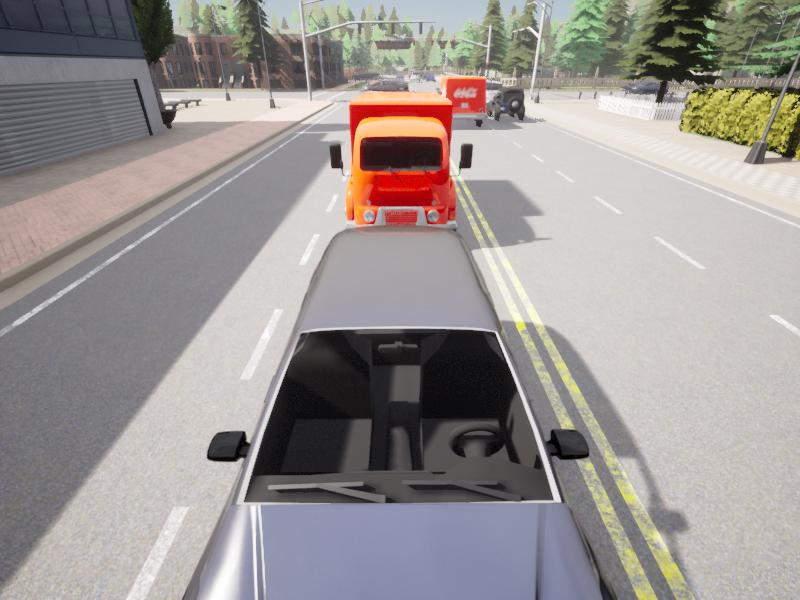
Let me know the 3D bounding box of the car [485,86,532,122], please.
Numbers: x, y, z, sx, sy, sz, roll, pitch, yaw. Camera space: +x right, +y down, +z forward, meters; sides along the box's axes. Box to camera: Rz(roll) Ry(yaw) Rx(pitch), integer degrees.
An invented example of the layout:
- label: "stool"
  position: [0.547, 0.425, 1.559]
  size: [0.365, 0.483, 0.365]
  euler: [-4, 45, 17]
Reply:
- label: "car"
  position: [7.025, -12.958, 26.333]
  size: [1.905, 1.878, 3.866]
  euler: [0, 30, 0]

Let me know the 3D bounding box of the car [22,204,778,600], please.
- label: "car"
  position: [-0.012, 0.769, 3.058]
  size: [2.242, 1.667, 4.611]
  euler: [0, 30, 0]

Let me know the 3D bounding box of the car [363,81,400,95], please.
- label: "car"
  position: [-2.285, -26.536, 50.026]
  size: [4.514, 1.525, 2.007]
  euler: [0, 30, 1]

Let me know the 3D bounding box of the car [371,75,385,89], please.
- label: "car"
  position: [-3.453, -34.789, 63.830]
  size: [2.097, 1.767, 4.553]
  euler: [0, 30, 0]

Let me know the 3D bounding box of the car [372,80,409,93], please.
- label: "car"
  position: [-1.205, -28.311, 53.043]
  size: [4.792, 1.488, 2.163]
  euler: [0, 30, 0]

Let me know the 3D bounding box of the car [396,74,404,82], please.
- label: "car"
  position: [0.065, -51.462, 92.636]
  size: [1.882, 1.535, 5.008]
  euler: [0, 30, 0]

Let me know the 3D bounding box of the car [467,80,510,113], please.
- label: "car"
  position: [7.026, -16.593, 32.410]
  size: [2.150, 2.045, 5.566]
  euler: [0, 30, 0]

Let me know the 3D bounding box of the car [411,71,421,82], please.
- label: "car"
  position: [3.564, -50.529, 90.540]
  size: [2.150, 2.045, 5.566]
  euler: [0, 30, 0]

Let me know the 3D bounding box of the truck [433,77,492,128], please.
- label: "truck"
  position: [3.522, -11.868, 23.857]
  size: [2.627, 2.467, 5.204]
  euler: [0, 29, 0]

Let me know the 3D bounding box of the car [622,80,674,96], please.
- label: "car"
  position: [30.681, -26.348, 49.624]
  size: [4.611, 1.667, 2.242]
  euler: [0, 30, 0]

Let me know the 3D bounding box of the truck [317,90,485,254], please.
- label: "truck"
  position: [0.010, -3.249, 9.129]
  size: [2.627, 2.467, 5.204]
  euler: [0, 30, 0]

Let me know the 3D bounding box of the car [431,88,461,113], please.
- label: "car"
  position: [3.528, -15.618, 31.252]
  size: [1.845, 1.501, 3.633]
  euler: [0, 30, 0]

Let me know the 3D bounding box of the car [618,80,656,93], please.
- label: "car"
  position: [31.168, -28.127, 52.640]
  size: [3.633, 1.501, 1.845]
  euler: [0, 30, 0]
